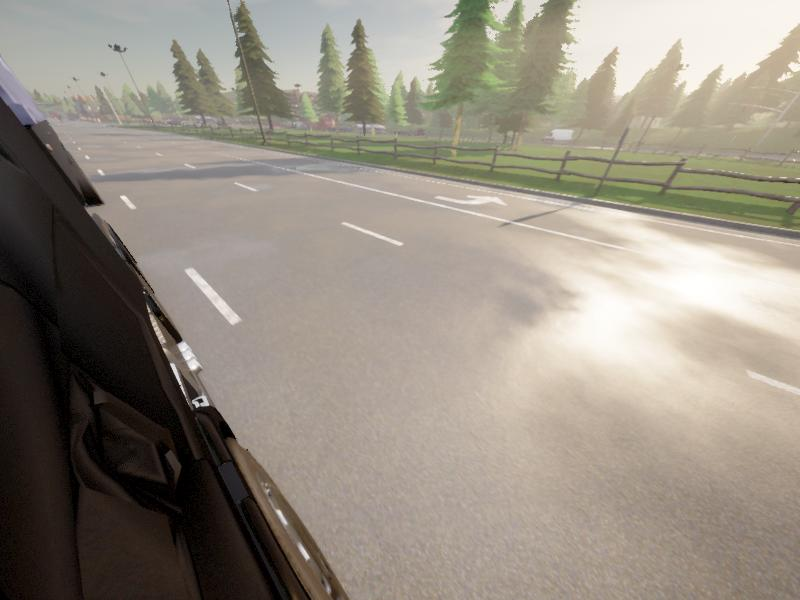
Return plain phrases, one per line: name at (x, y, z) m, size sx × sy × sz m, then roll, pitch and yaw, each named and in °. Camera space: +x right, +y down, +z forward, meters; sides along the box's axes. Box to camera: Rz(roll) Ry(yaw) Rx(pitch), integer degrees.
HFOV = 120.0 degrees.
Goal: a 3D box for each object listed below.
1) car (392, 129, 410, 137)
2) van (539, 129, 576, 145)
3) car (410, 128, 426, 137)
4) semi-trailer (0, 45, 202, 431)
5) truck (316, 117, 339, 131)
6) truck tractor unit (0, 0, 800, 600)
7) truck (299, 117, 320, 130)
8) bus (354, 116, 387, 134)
car at (0.328, -48.301, 66.694) m, size 5.027 × 1.651 × 2.152 m, roll 28°, pitch 44°, yaw 30°
van at (34.619, -36.046, 51.048) m, size 5.915 × 2.561 × 1.988 m, roll 28°, pitch 44°, yaw 30°
car at (5.188, -48.685, 67.003) m, size 3.866 × 1.878 × 1.905 m, roll 28°, pitch 44°, yaw 30°
semi-trailer at (-8.708, -3.572, 4.253) m, size 14.254 × 4.402 × 2.717 m, roll 28°, pitch 44°, yaw 30°
truck at (-26.234, -63.480, 83.500) m, size 8.468 × 3.827 × 2.891 m, roll 28°, pitch 44°, yaw 30°
truck tractor unit at (-2.645, -0.295, 0.351) m, size 6.516 × 4.208 × 3.053 m, roll 28°, pitch 44°, yaw 30°
truck at (-35.225, -68.274, 89.432) m, size 8.468 × 3.827 × 2.891 m, roll 28°, pitch 44°, yaw 30°
bus at (-9.104, -54.423, 71.943) m, size 10.273 × 4.253 × 3.944 m, roll 28°, pitch 44°, yaw 30°
